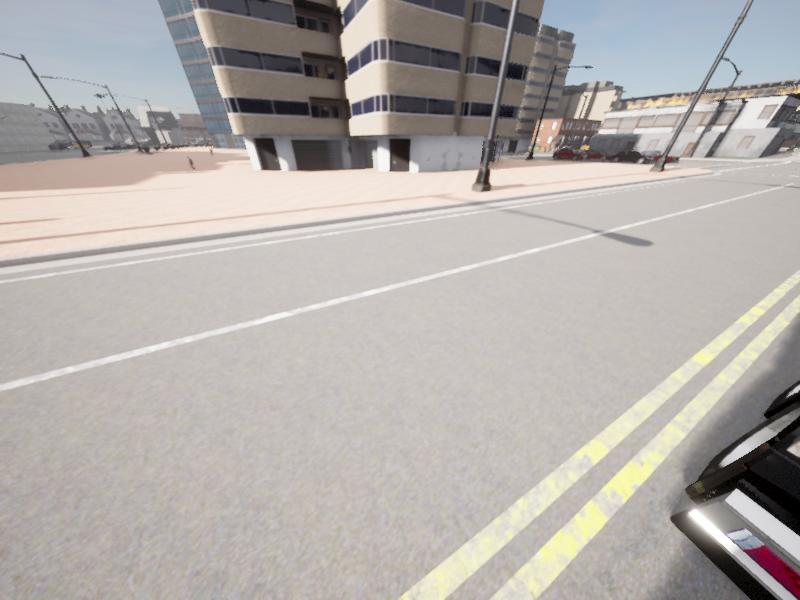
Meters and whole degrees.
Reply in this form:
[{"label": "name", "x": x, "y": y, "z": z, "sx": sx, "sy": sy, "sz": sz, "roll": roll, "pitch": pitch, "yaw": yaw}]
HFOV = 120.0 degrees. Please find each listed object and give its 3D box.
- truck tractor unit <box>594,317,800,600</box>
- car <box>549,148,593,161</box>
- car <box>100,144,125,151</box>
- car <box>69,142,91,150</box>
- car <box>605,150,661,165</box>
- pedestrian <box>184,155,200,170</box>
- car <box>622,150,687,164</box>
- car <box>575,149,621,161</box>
[{"label": "truck tractor unit", "x": 5.204, "y": -0.194, "z": 0.630, "sx": 6.516, "sy": 4.208, "sz": 3.053, "roll": -14, "pitch": 37, "yaw": -19}, {"label": "car", "x": 26.341, "y": -22.616, "z": 35.865, "sx": 2.033, "sy": 1.649, "sz": 4.856, "roll": -17, "pitch": 37, "yaw": -23}, {"label": "car", "x": -66.763, "y": -35.486, "z": 53.717, "sx": 1.895, "sy": 1.301, "sz": 4.718, "roll": -16, "pitch": 38, "yaw": -22}, {"label": "car", "x": -83.234, "y": -40.157, "z": 60.153, "sx": 1.801, "sy": 1.575, "sz": 5.366, "roll": -21, "pitch": 40, "yaw": -28}, {"label": "car", "x": 30.098, "y": -18.635, "z": 30.077, "sx": 1.812, "sy": 1.442, "sz": 4.674, "roll": -17, "pitch": 37, "yaw": -23}, {"label": "pedestrian", "x": -18.843, "y": -12.447, "z": 20.949, "sx": 0.500, "sy": 1.100, "sz": 0.500, "roll": 9, "pitch": 36, "yaw": 12}, {"label": "car", "x": 33.615, "y": -19.092, "z": 30.782, "sx": 2.033, "sy": 1.411, "sz": 5.357, "roll": -17, "pitch": 37, "yaw": -23}, {"label": "car", "x": 30.410, "y": -22.470, "z": 35.738, "sx": 2.163, "sy": 1.488, "sz": 4.792, "roll": -17, "pitch": 37, "yaw": -23}]
